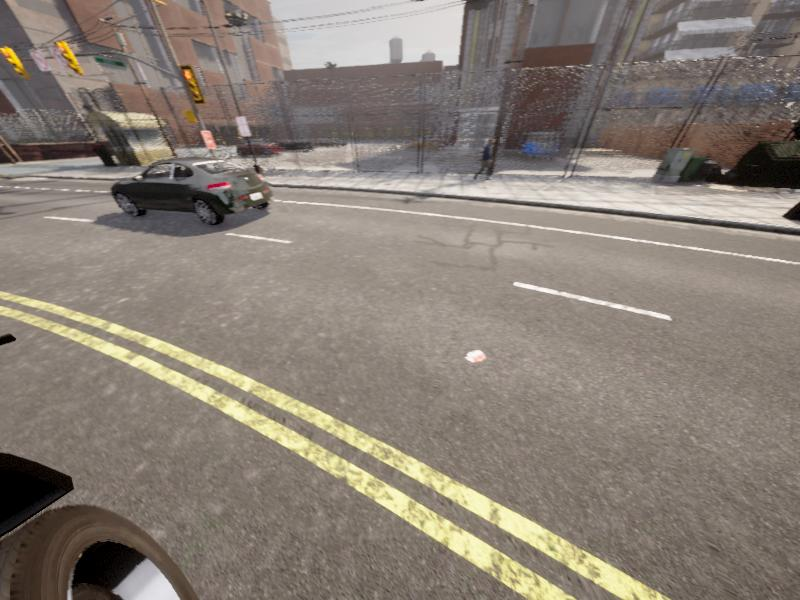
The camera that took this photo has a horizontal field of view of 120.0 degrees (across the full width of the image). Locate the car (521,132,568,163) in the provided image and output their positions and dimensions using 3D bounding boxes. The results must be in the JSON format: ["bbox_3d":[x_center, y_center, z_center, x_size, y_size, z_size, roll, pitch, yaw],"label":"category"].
[{"bbox_3d":[12.090,-13.149,19.744,1.878,1.987,4.442,7,37,10],"label":"car"}]

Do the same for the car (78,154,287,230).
[{"bbox_3d":[-6.745,-3.671,7.520,5.027,1.651,2.152,10,37,14],"label":"car"}]

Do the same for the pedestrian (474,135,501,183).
[{"bbox_3d":[4.166,-6.726,11.052,0.751,1.860,0.751,15,39,20],"label":"pedestrian"}]

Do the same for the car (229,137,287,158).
[{"bbox_3d":[-14.958,-16.194,24.456,4.553,1.767,2.185,7,37,10],"label":"car"}]
